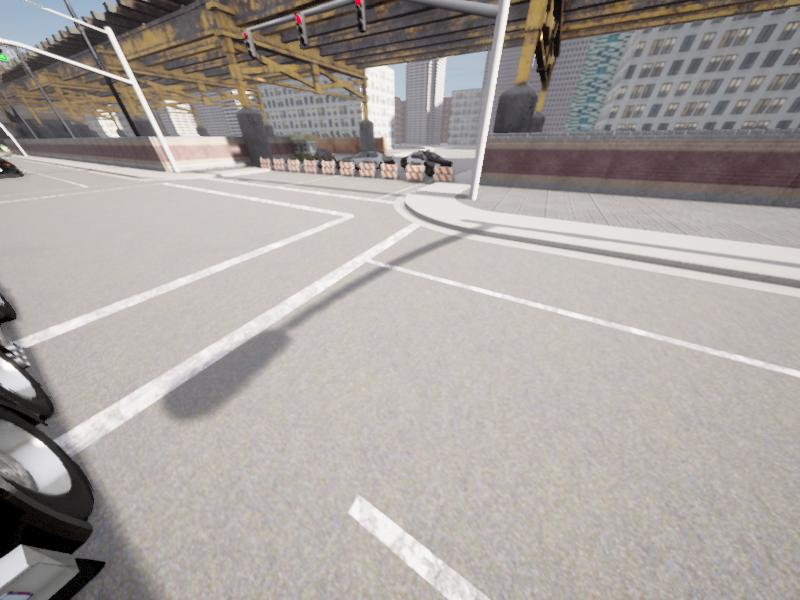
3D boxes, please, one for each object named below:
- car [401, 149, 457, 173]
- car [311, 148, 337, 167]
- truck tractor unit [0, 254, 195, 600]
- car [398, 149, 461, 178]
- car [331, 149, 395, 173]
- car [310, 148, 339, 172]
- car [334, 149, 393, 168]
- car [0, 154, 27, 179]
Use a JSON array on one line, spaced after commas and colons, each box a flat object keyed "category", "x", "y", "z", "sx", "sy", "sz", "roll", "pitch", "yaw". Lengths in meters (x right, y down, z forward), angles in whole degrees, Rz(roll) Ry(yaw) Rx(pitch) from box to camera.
[{"category": "car", "x": 2.020, "y": -10.691, "z": 17.609, "sx": 1.853, "sy": 1.218, "sz": 4.536, "roll": -19, "pitch": 39, "yaw": -25}, {"category": "car", "x": -7.003, "y": -13.116, "z": 21.167, "sx": 1.853, "sy": 1.218, "sz": 4.536, "roll": -10, "pitch": 36, "yaw": -13}, {"category": "truck tractor unit", "x": -5.092, "y": -0.320, "z": 0.799, "sx": 6.516, "sy": 4.208, "sz": 3.053, "roll": 19, "pitch": 39, "yaw": 25}, {"category": "car", "x": 2.048, "y": -10.537, "z": 17.663, "sx": 2.038, "sy": 1.542, "sz": 4.974, "roll": -19, "pitch": 39, "yaw": -25}, {"category": "car", "x": -2.993, "y": -11.661, "z": 19.320, "sx": 4.974, "sy": 1.542, "sz": 2.038, "roll": -4, "pitch": 35, "yaw": -5}, {"category": "car", "x": -6.987, "y": -12.959, "z": 21.216, "sx": 2.038, "sy": 1.542, "sz": 4.974, "roll": -10, "pitch": 36, "yaw": -13}, {"category": "car", "x": -2.942, "y": -11.794, "z": 19.235, "sx": 4.536, "sy": 1.218, "sz": 1.853, "roll": -4, "pitch": 35, "yaw": -5}, {"category": "car", "x": -31.552, "y": -10.381, "z": 17.891, "sx": 4.674, "sy": 1.442, "sz": 1.812, "roll": 18, "pitch": 39, "yaw": 24}]
